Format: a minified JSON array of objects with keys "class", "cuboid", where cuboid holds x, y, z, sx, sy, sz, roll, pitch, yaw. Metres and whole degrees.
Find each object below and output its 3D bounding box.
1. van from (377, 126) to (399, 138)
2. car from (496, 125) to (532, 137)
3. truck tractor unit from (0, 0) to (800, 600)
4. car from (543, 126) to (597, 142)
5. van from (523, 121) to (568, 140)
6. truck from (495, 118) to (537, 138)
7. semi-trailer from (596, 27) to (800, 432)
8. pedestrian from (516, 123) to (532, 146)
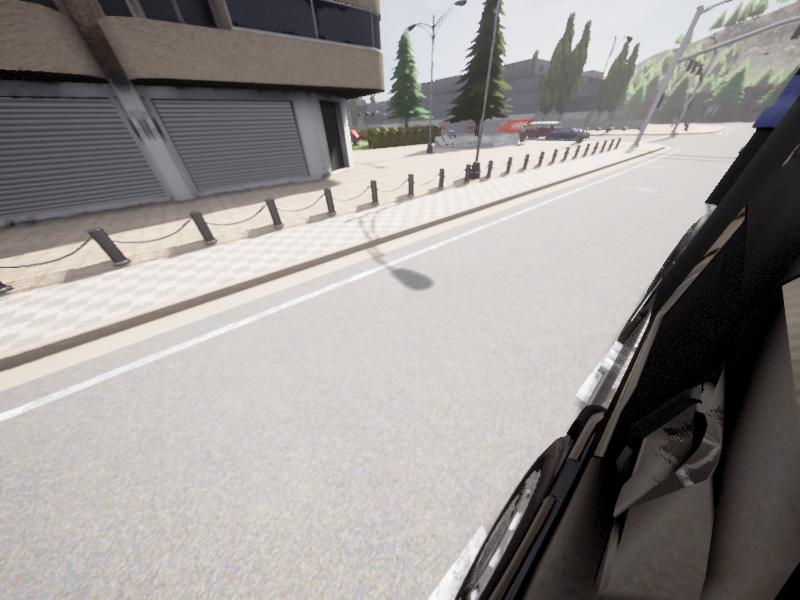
[{"class":"van","cuboid":[-3.152,-44.665,61.405,2.351,2.431,6.366,-27,43,-28]},{"class":"car","cuboid":[20.400,-30.411,41.647,1.801,1.575,5.366,-27,43,-28]},{"class":"truck tractor unit","cuboid":[2.645,-0.295,0.352,6.516,4.208,3.053,-28,44,-30]},{"class":"car","cuboid":[20.437,-20.095,27.993,1.812,1.442,4.674,-26,43,-28]},{"class":"van","cuboid":[20.343,-23.828,32.477,2.069,2.038,4.480,-27,43,-28]},{"class":"truck","cuboid":[18.999,-28.381,38.286,2.627,2.467,5.204,-27,43,-28]},{"class":"semi-trailer","cuboid":[8.817,-3.520,4.109,14.254,4.402,2.717,-27,43,-28]},{"class":"pedestrian","cuboid":[12.612,-16.882,23.536,0.751,1.860,0.751,29,47,35]}]
